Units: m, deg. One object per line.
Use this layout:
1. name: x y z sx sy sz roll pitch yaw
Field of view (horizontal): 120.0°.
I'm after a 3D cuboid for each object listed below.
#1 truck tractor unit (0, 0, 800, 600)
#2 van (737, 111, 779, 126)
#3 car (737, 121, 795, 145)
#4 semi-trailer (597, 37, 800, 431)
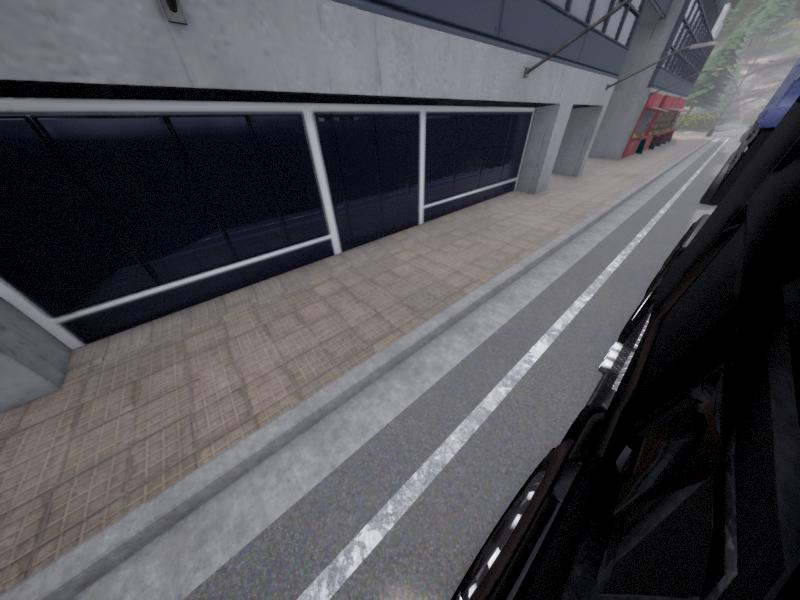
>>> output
1. truck tractor unit: 2.645 -0.295 0.351 6.516 4.208 3.053 -28 44 -30
2. van: 62.710 -31.876 40.613 1.775 1.987 4.442 14 40 21
3. car: 29.954 -13.787 19.030 4.181 1.385 1.994 -28 44 -30
4. semi-trailer: 8.720 -3.592 4.203 14.254 4.402 2.717 -28 44 -29
